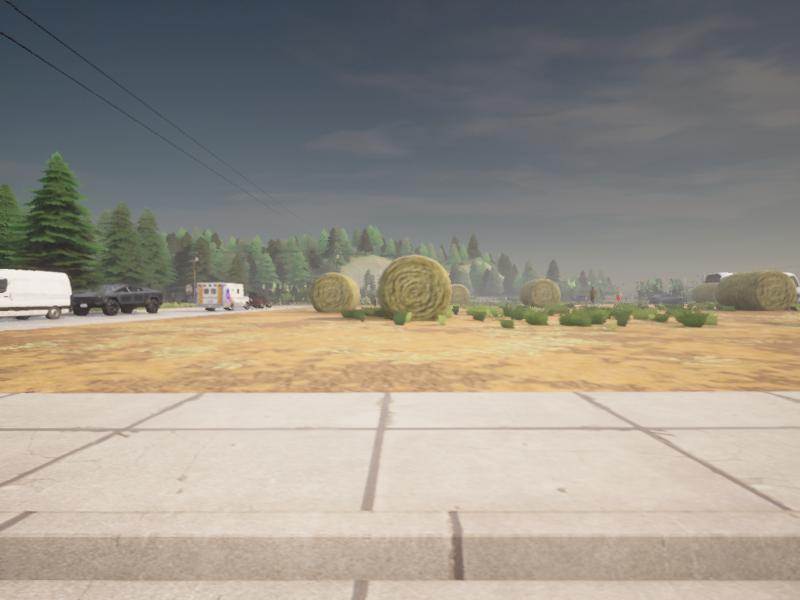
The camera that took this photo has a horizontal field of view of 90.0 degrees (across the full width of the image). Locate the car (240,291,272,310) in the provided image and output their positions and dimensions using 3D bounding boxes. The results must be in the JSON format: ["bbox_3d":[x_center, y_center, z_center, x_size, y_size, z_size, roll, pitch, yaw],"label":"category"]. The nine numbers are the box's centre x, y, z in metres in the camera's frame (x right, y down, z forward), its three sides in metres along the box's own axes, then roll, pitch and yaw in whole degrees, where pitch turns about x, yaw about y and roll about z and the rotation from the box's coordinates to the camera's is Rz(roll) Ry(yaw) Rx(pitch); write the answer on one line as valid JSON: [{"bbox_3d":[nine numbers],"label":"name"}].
[{"bbox_3d":[-15.458,0.038,43.145,1.905,1.878,3.866,0,0,1],"label":"car"}]

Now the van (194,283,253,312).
[{"bbox_3d":[-15.633,-0.212,35.955,2.351,2.431,6.366,0,0,1],"label":"van"}]

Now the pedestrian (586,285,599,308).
[{"bbox_3d":[16.052,-0.268,33.329,0.751,1.860,0.751,0,0,43],"label":"pedestrian"}]

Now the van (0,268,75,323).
[{"bbox_3d":[-19.535,-0.212,19.772,1.988,2.561,5.915,0,0,1],"label":"van"}]

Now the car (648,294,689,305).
[{"bbox_3d":[35.728,-0.034,53.246,4.193,1.474,1.816,0,0,4],"label":"car"}]

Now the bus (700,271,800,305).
[{"bbox_3d":[46.227,-1.466,52.591,10.273,4.253,3.944,0,0,4],"label":"bus"}]

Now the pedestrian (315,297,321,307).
[{"bbox_3d":[-8.678,0.225,42.254,0.500,1.100,0.500,0,0,-5],"label":"pedestrian"}]

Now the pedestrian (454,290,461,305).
[{"bbox_3d":[7.210,-0.272,50.120,0.751,1.860,0.751,0,0,-3],"label":"pedestrian"}]

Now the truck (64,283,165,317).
[{"bbox_3d":[-19.321,-0.012,27.649,2.390,2.098,6.274,0,0,2],"label":"truck"}]
